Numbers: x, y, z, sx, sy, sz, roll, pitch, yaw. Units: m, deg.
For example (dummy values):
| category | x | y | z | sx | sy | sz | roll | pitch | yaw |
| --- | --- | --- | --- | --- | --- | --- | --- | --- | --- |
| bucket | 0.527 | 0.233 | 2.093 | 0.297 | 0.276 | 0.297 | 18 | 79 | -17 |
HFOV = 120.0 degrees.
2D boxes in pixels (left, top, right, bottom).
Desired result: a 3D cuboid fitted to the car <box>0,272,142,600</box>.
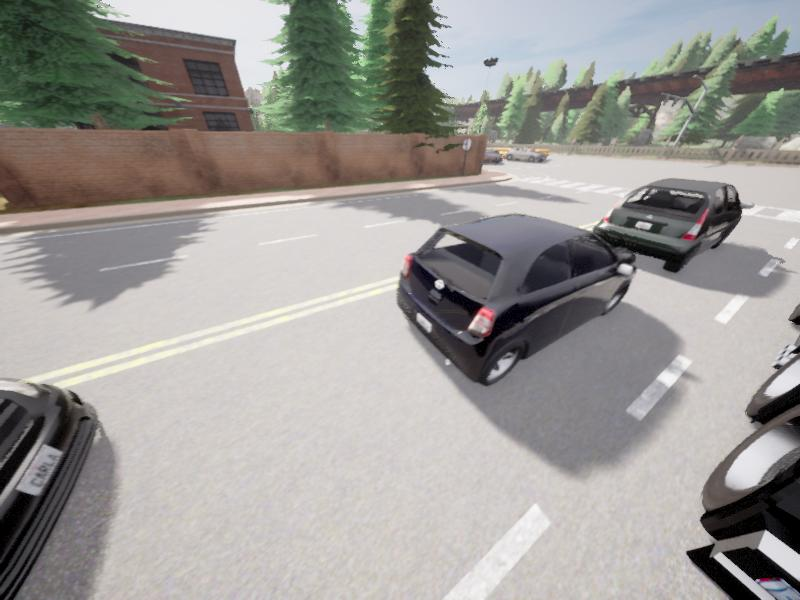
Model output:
| category | x | y | z | sx | sy | sz | roll | pitch | yaw |
| --- | --- | --- | --- | --- | --- | --- | --- | --- | --- |
| car | -3.993 | 1.430 | 0.509 | 3.988 | 1.617 | 1.851 | -18 | 39 | -24 |

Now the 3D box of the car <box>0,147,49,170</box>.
| category | x | y | z | sx | sy | sz | roll | pitch | yaw |
| --- | --- | --- | --- | --- | --- | --- | --- | --- | --- |
| car | -34.169 | -12.425 | 20.190 | 1.837 | 1.490 | 4.892 | -17 | 38 | -24 |

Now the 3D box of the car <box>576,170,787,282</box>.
| category | x | y | z | sx | sy | sz | roll | pitch | yaw |
| --- | --- | --- | --- | --- | --- | --- | --- | --- | --- |
| car | 6.696 | -2.048 | 5.606 | 3.988 | 1.617 | 1.851 | -18 | 39 | -24 |

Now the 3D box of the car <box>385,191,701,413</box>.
| category | x | y | z | sx | sy | sz | roll | pitch | yaw |
| --- | --- | --- | --- | --- | --- | --- | --- | --- | --- |
| car | 1.849 | -0.440 | 3.318 | 3.633 | 1.501 | 1.845 | -18 | 39 | -24 |

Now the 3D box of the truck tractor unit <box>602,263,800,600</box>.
| category | x | y | z | sx | sy | sz | roll | pitch | yaw |
| --- | --- | --- | --- | --- | --- | --- | --- | --- | --- |
| truck tractor unit | 5.110 | -0.302 | 0.786 | 6.516 | 4.208 | 3.053 | -18 | 39 | -24 |

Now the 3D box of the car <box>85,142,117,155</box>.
| category | x | y | z | sx | sy | sz | roll | pitch | yaw |
| --- | --- | --- | --- | --- | --- | --- | --- | --- | --- |
| car | -48.591 | -24.735 | 37.646 | 2.033 | 1.649 | 4.856 | -24 | 42 | -31 |

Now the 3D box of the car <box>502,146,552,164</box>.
| category | x | y | z | sx | sy | sz | roll | pitch | yaw |
| --- | --- | --- | --- | --- | --- | --- | --- | --- | --- |
| car | 16.031 | -18.622 | 29.508 | 2.152 | 1.651 | 5.027 | -18 | 39 | -24 |

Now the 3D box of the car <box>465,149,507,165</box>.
| category | x | y | z | sx | sy | sz | roll | pitch | yaw |
| --- | --- | --- | --- | --- | --- | --- | --- | --- | --- |
| car | 9.855 | -16.658 | 26.850 | 1.994 | 1.385 | 4.181 | -18 | 39 | -24 |
